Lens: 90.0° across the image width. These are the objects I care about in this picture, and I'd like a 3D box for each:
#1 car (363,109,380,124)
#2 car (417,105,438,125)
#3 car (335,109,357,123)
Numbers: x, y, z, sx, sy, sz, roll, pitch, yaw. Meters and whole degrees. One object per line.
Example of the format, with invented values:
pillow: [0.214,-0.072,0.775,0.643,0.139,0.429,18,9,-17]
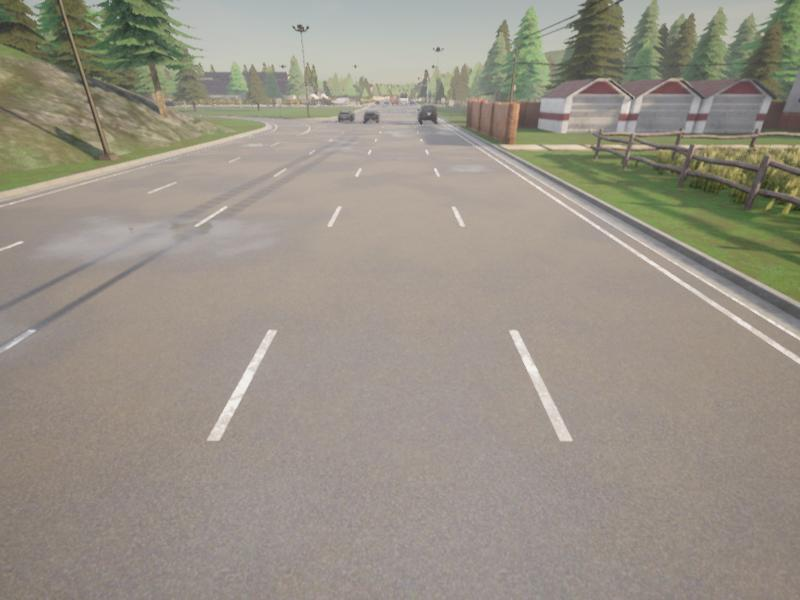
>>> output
car: [-3.594,-23.539,51.258,1.837,1.490,4.892,0,27,0]
car: [3.407,-23.329,50.236,2.150,2.045,5.566,0,27,-1]
car: [-7.093,-24.486,53.099,2.128,1.511,4.902,0,27,0]
